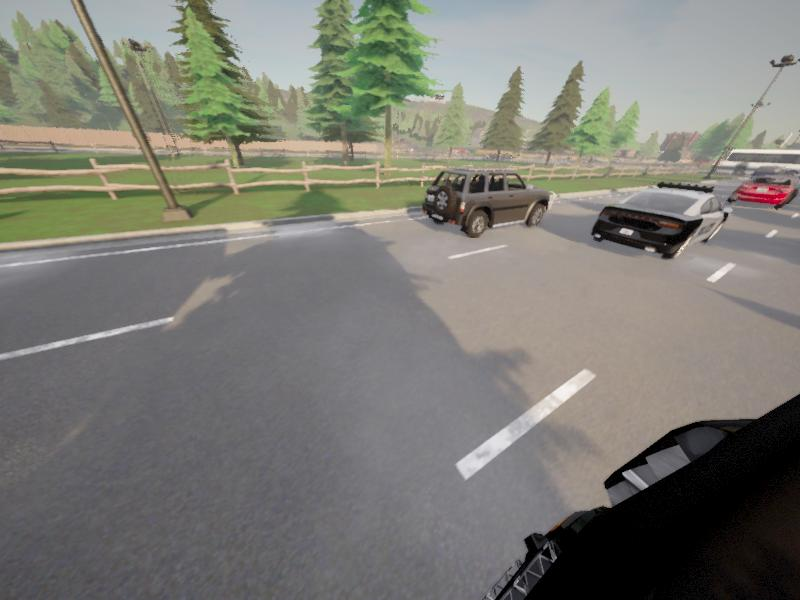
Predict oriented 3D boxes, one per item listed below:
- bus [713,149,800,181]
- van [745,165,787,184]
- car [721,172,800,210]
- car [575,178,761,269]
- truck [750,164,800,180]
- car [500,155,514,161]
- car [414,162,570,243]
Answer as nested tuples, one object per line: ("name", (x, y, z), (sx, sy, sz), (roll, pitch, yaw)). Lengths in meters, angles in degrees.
("bus", (66.555, -24.725, 41.967), (3.944, 4.253, 10.273), (-16, 37, -25))
("van", (48.182, -16.537, 30.406), (4.442, 1.987, 1.775), (-16, 37, -26))
("car", (23.098, -6.931, 14.487), (4.611, 1.667, 2.242), (-16, 38, -26))
("car", (8.008, -2.556, 6.895), (5.238, 1.638, 1.930), (-16, 38, -26))
("truck", (70.502, -23.612, 42.492), (2.390, 2.098, 6.274), (-16, 37, -25))
("car", (35.503, -47.106, 76.601), (4.181, 1.385, 1.994), (-16, 38, -26))
("car", (2.995, -3.427, 7.681), (4.605, 1.855, 1.932), (-16, 38, -26))
